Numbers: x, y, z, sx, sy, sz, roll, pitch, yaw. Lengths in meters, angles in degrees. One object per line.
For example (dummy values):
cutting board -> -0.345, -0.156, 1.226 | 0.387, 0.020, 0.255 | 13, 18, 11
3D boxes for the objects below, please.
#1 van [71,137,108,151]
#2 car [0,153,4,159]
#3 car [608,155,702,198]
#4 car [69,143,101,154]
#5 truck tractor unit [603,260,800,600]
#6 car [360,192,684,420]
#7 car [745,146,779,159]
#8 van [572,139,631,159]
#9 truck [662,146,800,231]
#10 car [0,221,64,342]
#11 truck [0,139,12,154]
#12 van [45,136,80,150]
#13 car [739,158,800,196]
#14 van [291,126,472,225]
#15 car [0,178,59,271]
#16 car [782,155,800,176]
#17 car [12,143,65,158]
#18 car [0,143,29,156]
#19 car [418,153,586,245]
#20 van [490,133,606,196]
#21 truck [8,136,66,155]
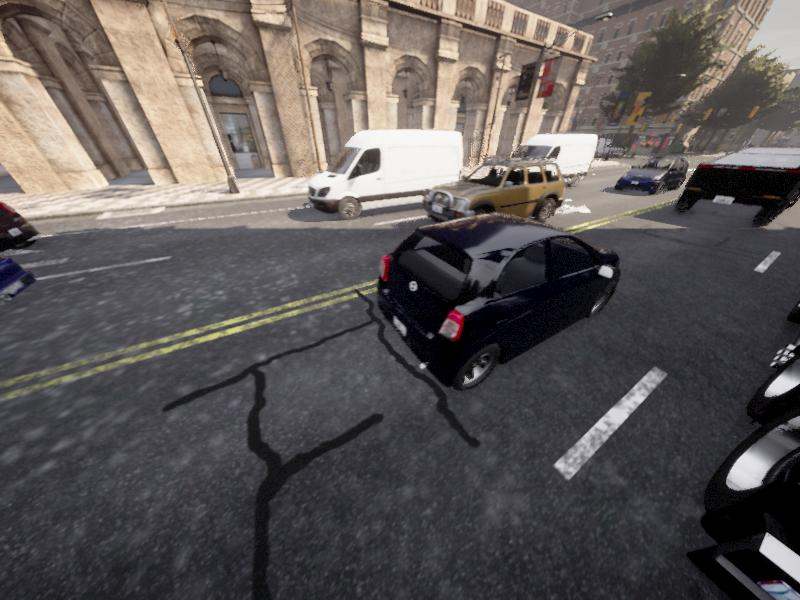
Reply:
van -> -67.235, -34.011, 50.191 | 2.351, 2.431, 6.366 | -18, 39, -25
car -> -50.985, -17.740, 27.717 | 1.789, 1.549, 3.705 | -18, 39, -24
car -> 13.470, -6.638, 12.241 | 3.988, 1.617, 1.851 | -18, 39, -25
car -> -57.016, -27.550, 41.905 | 1.970, 1.475, 3.806 | -18, 39, -25
truck tractor unit -> 5.103, -0.309, 0.790 | 6.516, 4.208, 3.053 | -19, 39, -24
car -> 1.555, -0.405, 3.251 | 3.633, 1.501, 1.845 | -18, 39, -25
car -> 59.719, -24.377, 38.116 | 4.974, 1.542, 2.038 | -18, 39, -25
van -> 32.130, -24.434, 37.243 | 2.351, 2.431, 6.366 | -18, 39, -24
truck -> 13.329, -4.470, 8.694 | 6.274, 2.098, 2.390 | -18, 39, -25
car -> -7.651, 0.199, 2.082 | 4.553, 1.767, 2.097 | -18, 39, -24
truck -> -64.992, -23.941, 35.708 | 2.627, 2.467, 5.204 | -18, 39, -25
van -> -77.607, -36.296, 53.263 | 1.988, 2.561, 5.915 | -18, 39, -25
car -> 21.379, -6.894, 12.786 | 3.806, 1.475, 1.970 | -19, 39, -25
van -> -0.452, -4.782, 8.647 | 5.915, 2.561, 1.988 | -18, 39, -24
car -> -10.152, -1.191, 4.286 | 3.633, 1.501, 1.845 | -18, 39, -24
car -> 34.140, -11.106, 19.037 | 4.181, 1.385, 1.994 | -19, 39, -25
car -> -50.121, -20.878, 32.209 | 1.801, 1.575, 5.366 | -18, 39, -25
car -> -60.311, -22.907, 35.133 | 2.163, 1.488, 4.792 | -18, 39, -25
car -> 3.058, -3.343, 7.179 | 4.605, 1.855, 1.932 | -18, 39, -23
van -> 8.125, -7.583, 12.736 | 5.915, 2.561, 1.988 | -18, 39, -24
truck -> -57.799, -24.814, 37.021 | 2.627, 2.467, 5.204 | -18, 39, -25
